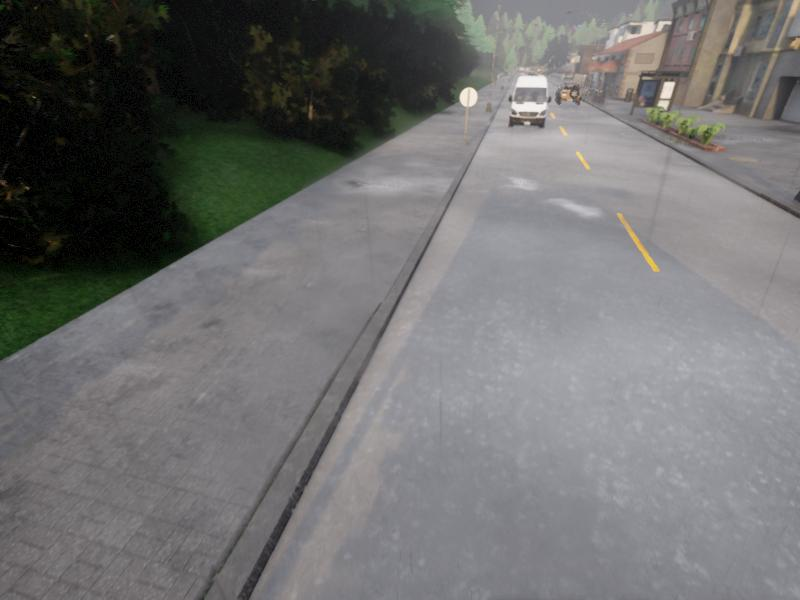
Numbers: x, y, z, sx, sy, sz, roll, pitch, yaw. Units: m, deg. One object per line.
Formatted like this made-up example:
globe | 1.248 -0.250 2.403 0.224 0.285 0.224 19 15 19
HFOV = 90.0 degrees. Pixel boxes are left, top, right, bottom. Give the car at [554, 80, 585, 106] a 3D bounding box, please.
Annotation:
car | 15.914 -19.553 37.725 1.932 1.855 4.605 8 32 12

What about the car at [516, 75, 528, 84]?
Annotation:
car | 26.108 -47.195 85.606 2.152 1.651 5.027 8 31 12

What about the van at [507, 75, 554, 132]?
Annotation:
van | 7.579 -11.702 23.567 1.988 2.561 5.915 8 31 12

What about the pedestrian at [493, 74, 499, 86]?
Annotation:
pedestrian | 16.290 -37.516 68.198 0.751 1.860 0.751 6 31 10
